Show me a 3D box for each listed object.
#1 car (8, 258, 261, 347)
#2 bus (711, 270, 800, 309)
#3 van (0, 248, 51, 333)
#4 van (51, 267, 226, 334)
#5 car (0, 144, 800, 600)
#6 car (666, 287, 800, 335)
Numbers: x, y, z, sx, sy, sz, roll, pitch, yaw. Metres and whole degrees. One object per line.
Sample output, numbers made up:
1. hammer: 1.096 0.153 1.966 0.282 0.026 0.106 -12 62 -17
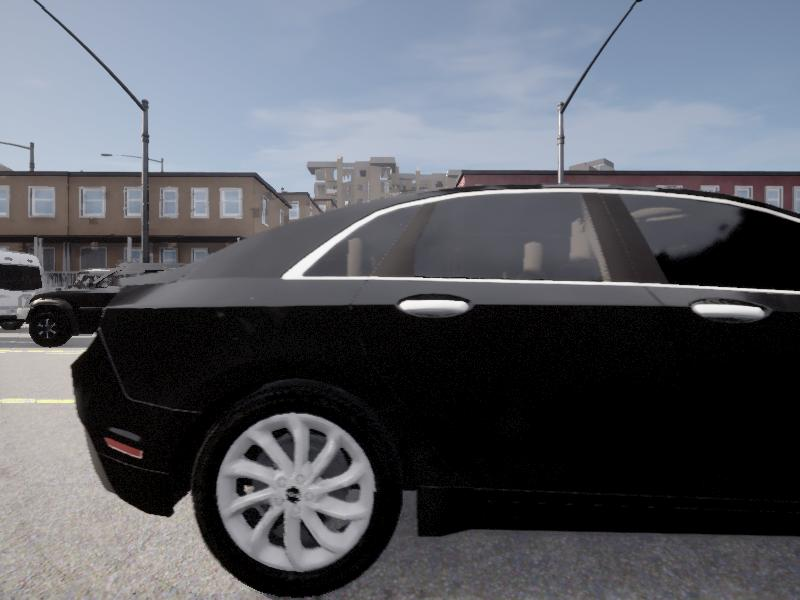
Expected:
1. car: -5.869 0.052 9.285 4.605 1.855 1.932 0 0 1
2. bus: 44.217 -1.134 49.195 3.944 4.253 10.273 0 0 1
3. van: -15.030 -0.278 12.886 5.915 2.561 1.988 0 0 1
4. van: -8.192 -0.005 12.806 4.442 1.987 1.775 0 0 1
5. car: 1.048 0.244 2.201 4.892 1.490 1.837 0 0 1
6. car: 11.134 0.307 12.591 4.181 1.385 1.994 0 0 1
